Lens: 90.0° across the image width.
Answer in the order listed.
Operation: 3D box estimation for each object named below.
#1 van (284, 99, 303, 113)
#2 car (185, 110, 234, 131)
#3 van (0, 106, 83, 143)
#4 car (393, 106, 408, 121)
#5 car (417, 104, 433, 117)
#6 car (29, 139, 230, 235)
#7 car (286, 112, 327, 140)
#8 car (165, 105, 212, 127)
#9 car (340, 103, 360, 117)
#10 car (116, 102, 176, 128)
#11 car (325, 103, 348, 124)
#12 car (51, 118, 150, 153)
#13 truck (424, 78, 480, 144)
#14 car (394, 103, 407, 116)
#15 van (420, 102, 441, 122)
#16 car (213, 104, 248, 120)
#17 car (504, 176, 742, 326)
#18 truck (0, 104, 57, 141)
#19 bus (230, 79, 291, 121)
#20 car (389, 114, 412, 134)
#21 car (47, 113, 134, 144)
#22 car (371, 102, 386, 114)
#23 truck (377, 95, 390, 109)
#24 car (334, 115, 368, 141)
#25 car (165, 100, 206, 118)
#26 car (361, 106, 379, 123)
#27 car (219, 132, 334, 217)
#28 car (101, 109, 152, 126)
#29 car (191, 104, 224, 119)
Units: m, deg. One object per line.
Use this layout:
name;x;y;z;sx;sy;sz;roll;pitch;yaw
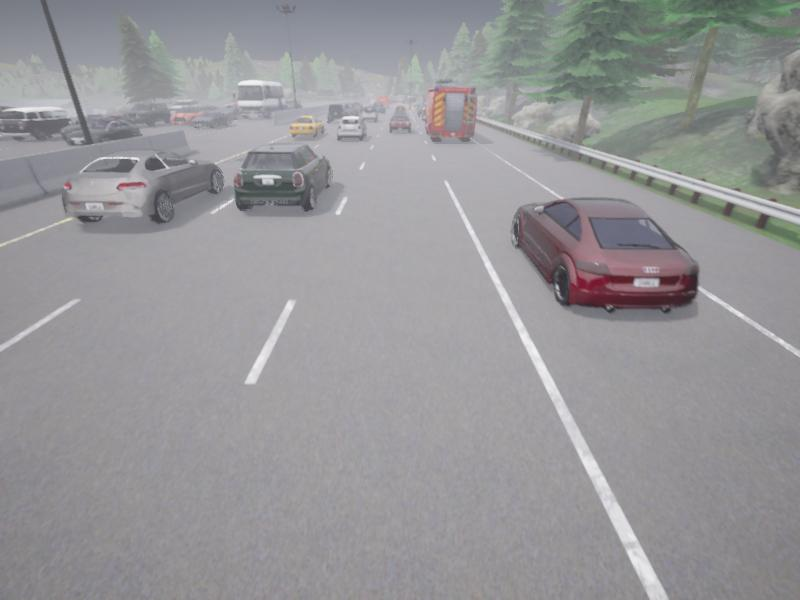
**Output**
van;-17.457;-31.818;65.607;1.775;1.987;4.442;0;27;0
car;-17.478;-16.689;37.053;2.033;1.411;5.357;0;27;0
van;-24.481;-11.943;27.118;2.069;2.038;4.480;0;27;0
car;0.033;-23.429;50.123;1.845;1.501;3.633;0;27;0
car;3.537;-27.532;58.075;2.038;1.542;4.974;0;27;0
car;-6.995;-3.418;11.315;2.152;1.651;5.027;0;27;0
car;-6.980;-13.270;30.376;1.801;1.575;5.366;0;27;0
car;-20.974;-18.408;39.895;2.097;1.767;4.553;0;27;0
car;-6.965;-26.929;56.642;2.242;1.667;4.611;0;27;0
car;-24.474;-18.063;38.910;2.150;2.045;5.566;0;28;0
car;-6.969;-20.763;44.502;1.905;1.878;3.866;0;28;0
car;-17.484;-9.870;23.766;2.128;1.511;4.902;0;27;0
truck;3.531;-14.053;29.574;2.891;3.827;8.468;0;27;0
car;0.038;-29.449;61.732;1.882;1.535;5.008;0;28;0
van;3.532;-22.290;47.398;2.069;2.038;4.480;0;27;0
car;-20.966;-23.402;49.721;2.152;1.651;5.027;0;27;0
car;3.496;-1.198;7.431;1.994;1.385;4.181;0;27;0
truck;-27.981;-12.452;27.986;2.390;2.098;6.274;0;27;0
bus;-17.339;-25.466;50.889;3.944;4.253;10.273;0;27;0
car;0.021;-15.439;34.956;1.895;1.301;4.718;0;27;0
car;-20.983;-11.824;27.467;2.038;1.542;4.974;0;28;0
car;-3.461;-31.281;65.082;2.242;1.667;4.611;0;27;0
truck;-3.500;-42.013;84.923;2.627;2.467;5.204;0;27;0
car;-3.480;-12.594;29.227;1.970;1.475;3.806;0;27;0
car;-27.964;-25.066;52.389;2.150;2.045;5.566;0;27;0
car;-3.469;-21.679;46.620;1.851;1.617;3.988;0;27;0
car;-3.492;-4.093;12.477;2.097;1.767;4.553;0;27;0
car;-27.975;-18.816;41.142;1.895;1.301;4.718;0;27;0
car;-24.467;-24.075;51.084;2.007;1.525;4.514;0;27;0
